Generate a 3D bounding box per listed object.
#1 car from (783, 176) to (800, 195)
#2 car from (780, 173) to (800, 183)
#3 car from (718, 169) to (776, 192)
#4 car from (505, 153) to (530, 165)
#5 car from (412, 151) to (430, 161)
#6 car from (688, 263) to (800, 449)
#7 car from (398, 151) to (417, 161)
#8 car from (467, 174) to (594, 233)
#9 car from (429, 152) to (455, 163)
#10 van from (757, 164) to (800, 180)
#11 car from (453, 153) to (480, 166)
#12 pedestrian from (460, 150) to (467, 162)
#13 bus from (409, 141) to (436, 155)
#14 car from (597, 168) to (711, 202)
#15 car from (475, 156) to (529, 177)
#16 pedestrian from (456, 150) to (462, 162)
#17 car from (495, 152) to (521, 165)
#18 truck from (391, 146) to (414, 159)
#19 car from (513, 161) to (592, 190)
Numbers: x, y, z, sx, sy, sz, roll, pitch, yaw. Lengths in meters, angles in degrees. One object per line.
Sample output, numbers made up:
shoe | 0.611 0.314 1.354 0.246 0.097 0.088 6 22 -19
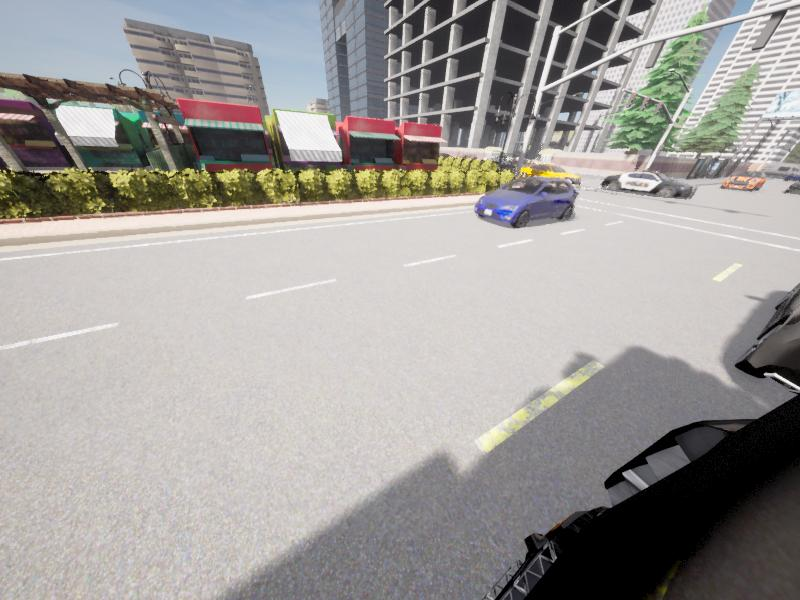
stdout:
car | 39.910 -11.158 22.503 4.892 1.490 1.837 -15 38 -25
car | 67.731 -20.923 39.540 4.718 1.301 1.895 -15 38 -25
car | 35.164 -12.201 23.434 4.553 1.767 2.097 -15 38 -25
car | 23.686 -28.533 46.715 1.905 1.878 3.866 -15 38 -25
car | 4.333 -29.869 47.773 1.789 1.549 3.705 -16 38 -26
car | 6.039 0.332 2.552 4.902 1.511 2.128 -15 38 -25
car | 1.418 -28.812 46.122 1.994 1.385 4.181 -16 38 -26
car | 4.840 -3.762 8.659 4.193 1.474 1.816 -16 38 -26
car | 7.668 -26.493 42.961 1.882 1.535 5.008 -16 38 -26
van | 83.864 -27.984 50.274 1.988 2.561 5.915 -15 38 -25
car | 10.933 -23.239 38.249 1.851 1.617 3.988 -16 38 -26
pedestrian | 12.428 -28.314 45.464 0.751 1.860 0.751 -15 37 -24
bus | 9.444 -63.629 96.674 10.273 4.253 3.944 -15 38 -25
car | 17.807 -8.408 16.594 2.038 1.542 4.974 -16 38 -26
car | 11.259 -15.097 25.980 1.930 1.638 5.238 -16 38 -26
pedestrian | 11.676 -28.516 45.708 0.751 1.860 0.751 -6 35 -13
car | 21.124 -27.828 45.454 1.905 1.878 3.866 -15 38 -25
truck | 0.514 -33.957 53.142 2.390 2.098 6.274 -16 38 -26
car | 11.909 -10.073 18.559 1.882 1.535 5.008 -11 36 -20
